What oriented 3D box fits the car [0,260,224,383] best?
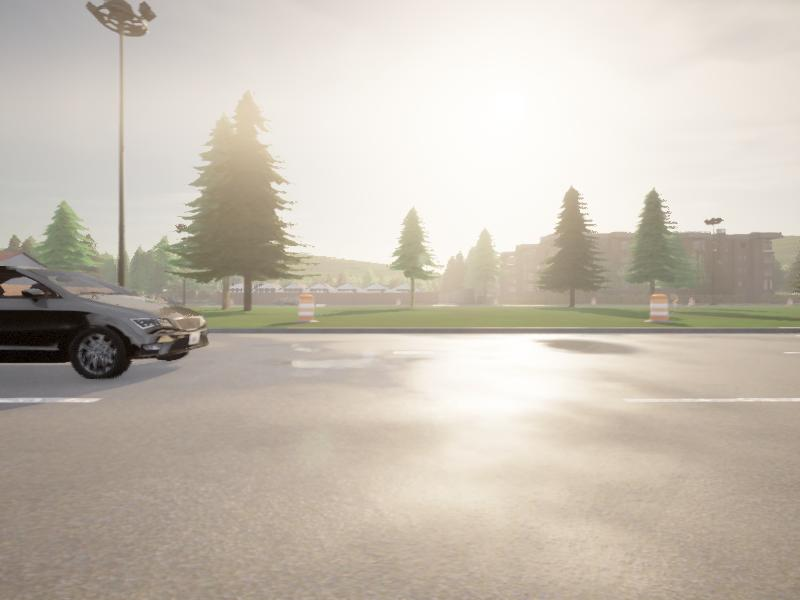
[{"bbox_3d":[-5.008,0.257,5.704,4.193,1.474,1.816,0,0,0],"label":"car"}]

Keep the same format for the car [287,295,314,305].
[{"bbox_3d":[-18.487,0.061,74.396,4.605,1.855,1.932,0,0,0],"label":"car"}]

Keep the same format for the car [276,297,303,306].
[{"bbox_3d":[-17.615,0.260,63.891,3.806,1.475,1.970,0,0,0],"label":"car"}]

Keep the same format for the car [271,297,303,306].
[{"bbox_3d":[-18.976,0.269,67.396,4.902,1.511,2.128,0,0,0],"label":"car"}]

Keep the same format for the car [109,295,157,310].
[{"bbox_3d":[-27.454,0.264,41.312,1.970,1.475,3.806,0,0,11],"label":"car"}]
